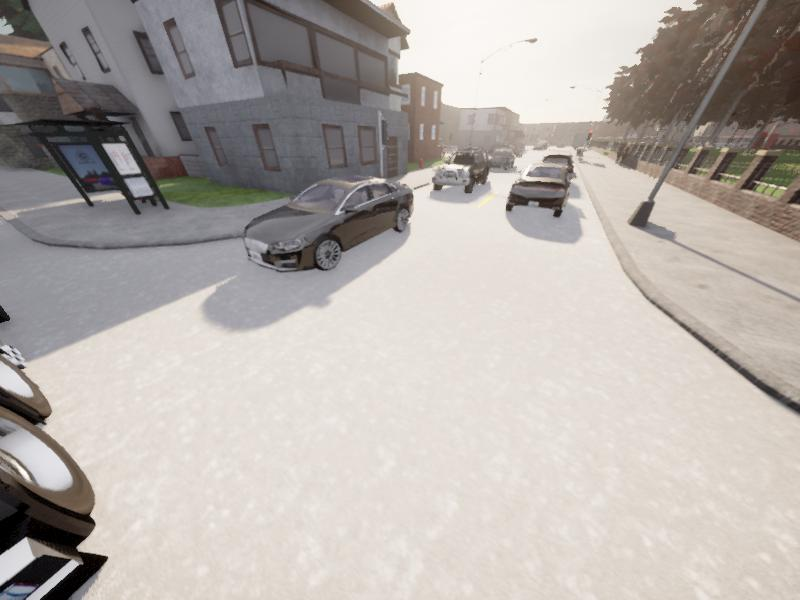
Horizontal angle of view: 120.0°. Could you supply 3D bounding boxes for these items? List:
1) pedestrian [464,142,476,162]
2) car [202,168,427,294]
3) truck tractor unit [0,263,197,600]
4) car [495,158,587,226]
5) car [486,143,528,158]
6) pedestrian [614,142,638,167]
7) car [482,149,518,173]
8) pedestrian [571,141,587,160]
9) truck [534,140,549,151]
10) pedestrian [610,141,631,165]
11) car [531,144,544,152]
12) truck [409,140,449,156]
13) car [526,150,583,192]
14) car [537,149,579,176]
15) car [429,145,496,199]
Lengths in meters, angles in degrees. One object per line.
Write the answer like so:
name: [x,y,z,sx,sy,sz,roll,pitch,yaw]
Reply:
pedestrian: [7.841,-16.640,25.911,0.751,1.860,0.751,19,39,26]
car: [-1.422,-2.242,5.897,2.128,1.511,4.902,20,40,26]
truck tractor unit: [-5.110,-0.302,0.780,6.516,4.208,3.053,18,39,24]
car: [5.507,-4.469,9.029,2.128,1.511,4.902,18,39,25]
car: [15.378,-21.666,33.490,2.033,1.649,4.856,-27,43,-35]
pedestrian: [19.915,-12.873,20.419,0.751,1.860,0.751,19,39,25]
car: [8.873,-12.339,20.296,1.837,1.490,4.892,18,39,24]
pedestrian: [21.372,-17.890,27.598,0.751,1.860,0.751,29,44,35]
truck: [35.564,-38.928,58.026,2.390,2.098,6.274,18,39,24]
pedestrian: [21.216,-14.159,22.250,0.751,1.860,0.751,18,39,25]
car: [30.518,-33.643,51.069,1.812,1.442,4.674,18,39,24]
truck: [4.940,-26.100,39.531,6.274,2.098,2.390,18,39,25]
car: [9.045,-7.808,13.682,2.033,1.649,4.856,17,38,23]
car: [12.533,-11.153,18.548,2.128,1.511,4.902,16,38,22]
car: [3.470,-7.097,12.474,1.932,1.855,4.605,18,41,25]
